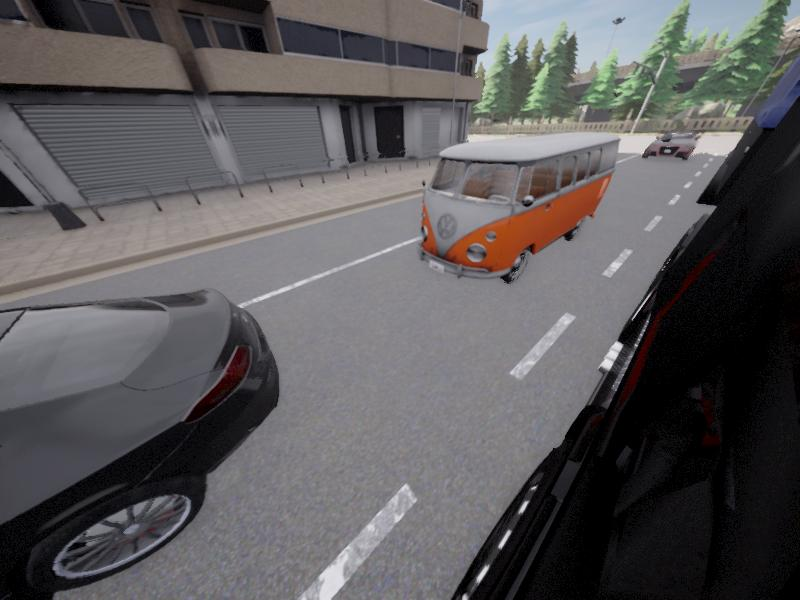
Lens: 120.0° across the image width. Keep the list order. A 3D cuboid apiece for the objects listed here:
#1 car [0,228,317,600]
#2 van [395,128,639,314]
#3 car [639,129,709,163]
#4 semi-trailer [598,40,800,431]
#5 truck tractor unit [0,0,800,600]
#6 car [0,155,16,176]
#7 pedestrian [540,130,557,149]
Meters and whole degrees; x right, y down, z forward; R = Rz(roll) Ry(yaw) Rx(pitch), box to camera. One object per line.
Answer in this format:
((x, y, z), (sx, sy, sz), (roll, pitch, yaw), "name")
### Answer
((-3.142, 1.197, 1.049), (4.674, 1.442, 1.812), (-28, 44, -30), "car")
((2.248, -1.905, 4.390), (4.442, 1.987, 1.775), (-28, 44, -30), "van")
((16.676, -9.441, 14.051), (4.181, 1.385, 1.994), (-30, 45, -31), "car")
((8.693, -3.610, 4.231), (14.254, 4.402, 2.717), (-28, 44, -30), "semi-trailer")
((2.645, -0.295, 0.351), (6.516, 4.208, 3.053), (-28, 44, -30), "truck tractor unit")
((-37.823, -12.008, 20.373), (2.150, 2.045, 5.566), (-28, 44, -29), "car")
((12.836, -13.925, 20.047), (0.751, 1.300, 0.751), (26, 45, 32), "pedestrian")
